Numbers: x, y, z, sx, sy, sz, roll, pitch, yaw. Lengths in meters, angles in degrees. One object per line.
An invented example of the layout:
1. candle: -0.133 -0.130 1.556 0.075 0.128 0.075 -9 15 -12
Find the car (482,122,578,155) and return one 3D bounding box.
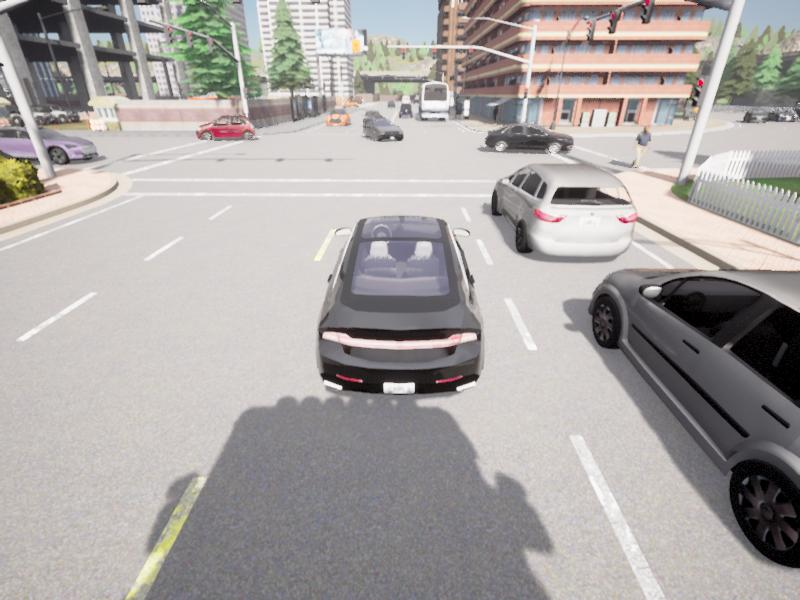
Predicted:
1. car: 7.331 -9.261 22.878 4.892 1.490 1.837 8 29 17

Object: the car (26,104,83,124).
1. car: -36.818 -19.883 42.736 3.866 1.878 1.905 0 27 1

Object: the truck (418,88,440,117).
1. truck: 4.447 -31.371 63.339 2.891 3.827 8.468 0 27 1

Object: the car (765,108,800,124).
1. car: 45.184 -21.741 47.175 1.970 1.475 3.806 11 29 21

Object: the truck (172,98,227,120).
1. truck: -25.062 -24.068 50.296 5.204 2.467 2.615 0 27 1

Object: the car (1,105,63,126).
1. car: -36.855 -18.536 40.122 3.866 1.878 1.905 0 27 1

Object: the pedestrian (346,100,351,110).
1. pedestrian: -10.163 -38.674 79.294 0.751 1.860 0.751 3 27 6

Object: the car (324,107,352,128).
1. car: -6.408 -19.080 41.693 2.097 1.767 4.553 0 27 1

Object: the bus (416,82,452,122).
1. bus: 4.143 -25.738 51.943 3.944 4.253 10.273 0 27 1

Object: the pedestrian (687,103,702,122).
1. pedestrian: 33.201 -21.123 45.078 0.751 1.860 0.751 -21 34 -35

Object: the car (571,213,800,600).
1. car: 3.498 0.473 3.919 1.851 1.617 3.988 0 27 1

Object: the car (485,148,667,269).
1. car: 3.609 -2.417 9.462 2.242 1.667 4.611 1 27 1

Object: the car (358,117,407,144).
1. car: -1.399 -12.602 29.503 2.033 1.411 5.357 -9 29 -17

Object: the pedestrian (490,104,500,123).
1. pedestrian: 10.522 -20.658 44.298 0.751 1.860 0.751 -2 27 -3

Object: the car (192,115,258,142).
1. car: -12.476 -12.364 28.786 3.988 1.617 1.851 -7 28 -15

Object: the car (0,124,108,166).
1. car: -17.319 -7.443 19.152 4.856 1.649 2.033 0 27 0

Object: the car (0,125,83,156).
1. car: -21.353 -8.957 22.348 5.357 1.411 2.033 0 27 0

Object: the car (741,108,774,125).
1. car: 40.020 -20.668 44.912 1.789 1.549 3.705 14 31 25

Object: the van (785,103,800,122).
1. van: 49.579 -22.899 48.773 1.775 1.987 4.442 8 28 15

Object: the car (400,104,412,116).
1. car: 0.932 -30.041 63.257 1.801 1.575 5.366 0 27 1

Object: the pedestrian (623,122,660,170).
1. pedestrian: 10.413 -6.644 17.292 0.751 1.860 0.751 4 27 7

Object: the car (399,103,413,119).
1. car: 0.821 -26.541 56.075 1.905 1.878 3.866 0 27 1

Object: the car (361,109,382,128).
1. car: -2.900 -19.160 42.168 1.837 1.490 4.892 0 28 1

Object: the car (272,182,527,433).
1. car: 0.026 -0.468 5.851 2.128 1.511 4.902 0 27 1
